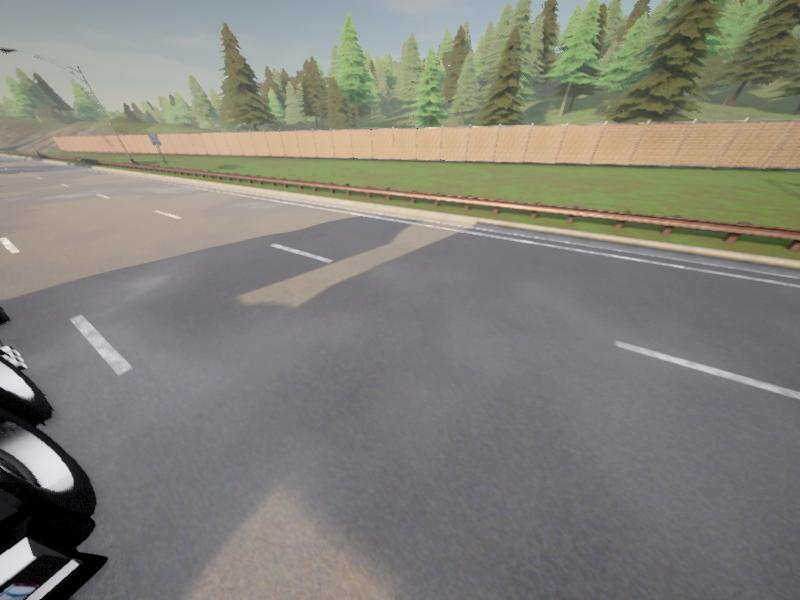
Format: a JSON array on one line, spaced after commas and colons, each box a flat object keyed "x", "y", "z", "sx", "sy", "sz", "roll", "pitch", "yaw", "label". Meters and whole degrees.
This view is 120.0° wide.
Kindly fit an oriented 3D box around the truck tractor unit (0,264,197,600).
[{"x": -5.112, "y": -0.300, "z": 0.786, "sx": 6.516, "sy": 4.208, "sz": 3.053, "roll": 18, "pitch": 39, "yaw": 24, "label": "truck tractor unit"}]
